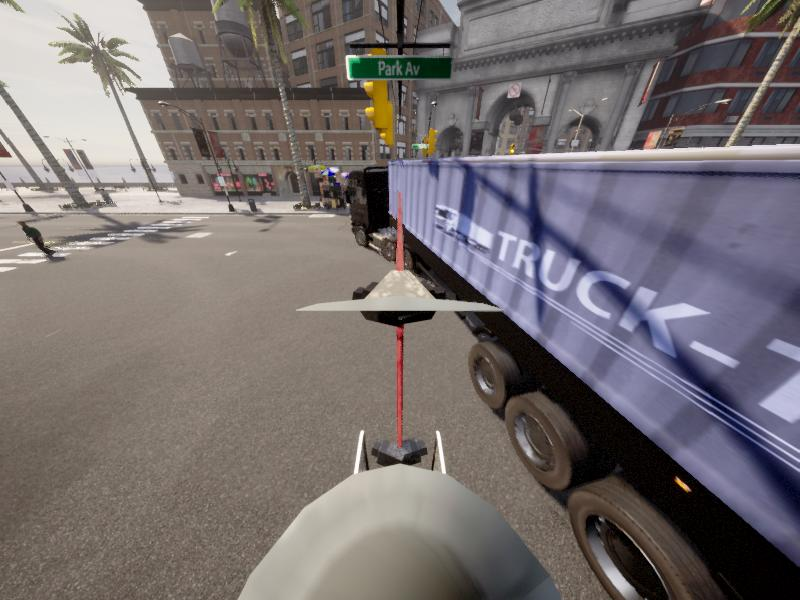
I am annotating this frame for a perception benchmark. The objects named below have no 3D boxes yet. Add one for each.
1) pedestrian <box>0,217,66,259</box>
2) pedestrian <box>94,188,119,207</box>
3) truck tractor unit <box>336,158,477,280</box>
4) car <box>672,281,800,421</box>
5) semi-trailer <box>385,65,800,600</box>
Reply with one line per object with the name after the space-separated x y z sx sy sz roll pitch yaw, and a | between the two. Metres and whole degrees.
-17.962 -3.049 11.378 0.751 1.860 0.751 1 30 1 | pedestrian
-32.042 -11.236 25.254 0.751 1.860 0.751 5 30 9 | pedestrian
-0.142 -4.412 11.388 3.053 4.208 6.516 -21 35 -29 | truck tractor unit
8.483 1.244 4.483 1.994 1.385 4.181 7 31 12 | car
2.479 -0.803 4.950 2.717 4.402 14.254 -7 31 -13 | semi-trailer
